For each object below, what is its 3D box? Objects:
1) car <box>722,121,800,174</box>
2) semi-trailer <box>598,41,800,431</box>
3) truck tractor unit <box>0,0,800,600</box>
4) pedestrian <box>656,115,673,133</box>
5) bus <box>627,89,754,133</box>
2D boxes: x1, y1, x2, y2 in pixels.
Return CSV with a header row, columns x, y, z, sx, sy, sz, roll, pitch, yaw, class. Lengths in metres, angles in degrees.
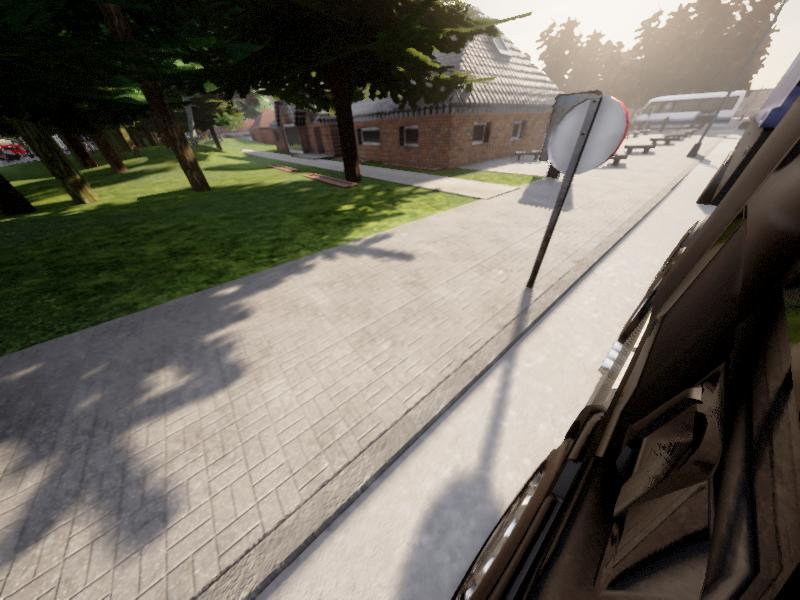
x,y,z,sx,sy,sz,roll,pitch,yaw,class
17.613,-7.268,10.809,4.611,1.667,2.242,-28,44,-30,car
8.692,-3.615,4.225,14.254,4.402,2.717,-28,44,-30,semi-trailer
2.645,-0.295,0.351,6.516,4.208,3.053,-28,44,-30,truck tractor unit
36.198,-24.083,31.613,0.751,1.860,0.751,-29,44,-30,pedestrian
40.764,-27.048,33.506,10.273,4.253,3.944,25,45,31,bus
